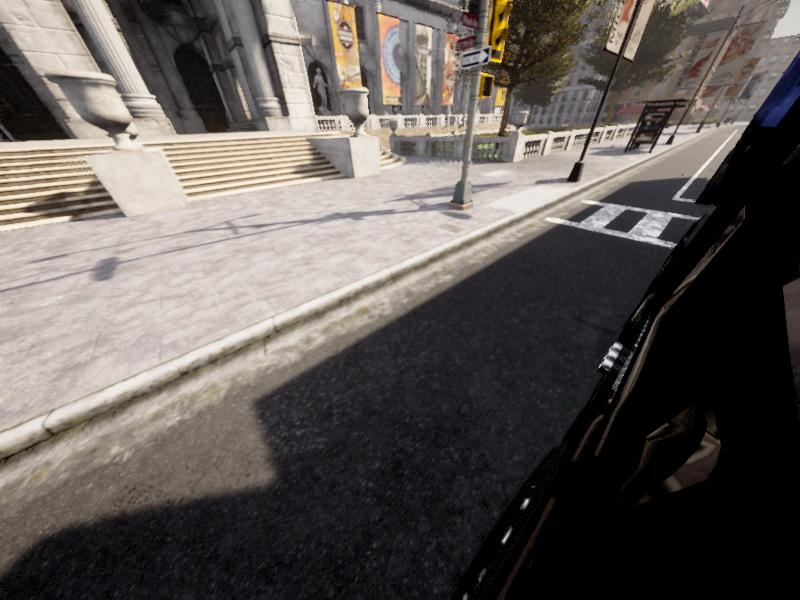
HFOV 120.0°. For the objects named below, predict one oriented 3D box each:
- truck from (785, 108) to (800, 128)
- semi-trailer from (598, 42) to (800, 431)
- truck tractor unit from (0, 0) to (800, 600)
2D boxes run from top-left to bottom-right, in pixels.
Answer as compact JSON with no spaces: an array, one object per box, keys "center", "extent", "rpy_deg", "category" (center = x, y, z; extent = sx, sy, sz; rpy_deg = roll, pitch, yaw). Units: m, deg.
[{"center":[58.926,-26.237,33.013],"extent":[5.204,2.467,2.627],"rpy_deg":[-21,41,-23],"category":"truck"},{"center":[8.689,-3.607,4.243],"extent":[14.254,4.402,2.717],"rpy_deg":[-28,44,-30],"category":"semi-trailer"},{"center":[2.645,-0.295,0.351],"extent":[6.516,4.208,3.053],"rpy_deg":[-28,44,-30],"category":"truck tractor unit"}]
